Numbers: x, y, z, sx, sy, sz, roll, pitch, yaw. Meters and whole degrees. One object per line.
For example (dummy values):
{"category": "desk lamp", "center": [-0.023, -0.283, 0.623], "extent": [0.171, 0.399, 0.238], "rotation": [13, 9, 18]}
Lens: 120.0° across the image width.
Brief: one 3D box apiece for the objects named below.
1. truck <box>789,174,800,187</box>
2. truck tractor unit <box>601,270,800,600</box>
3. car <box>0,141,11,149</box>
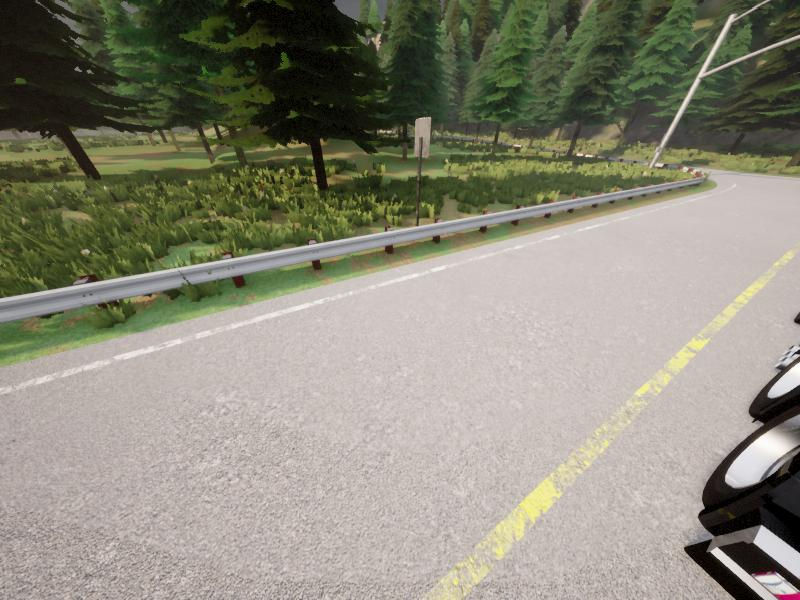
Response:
{"category": "truck", "center": [26.879, -7.483, 12.785], "extent": [5.204, 2.467, 2.627], "rotation": [-3, 34, -5]}
{"category": "truck tractor unit", "center": [5.120, -0.292, 0.767], "extent": [6.516, 4.208, 3.053], "rotation": [-18, 39, -24]}
{"category": "car", "center": [-95.241, -35.716, 53.328], "extent": [5.008, 1.535, 1.882], "rotation": [-18, 39, -25]}
